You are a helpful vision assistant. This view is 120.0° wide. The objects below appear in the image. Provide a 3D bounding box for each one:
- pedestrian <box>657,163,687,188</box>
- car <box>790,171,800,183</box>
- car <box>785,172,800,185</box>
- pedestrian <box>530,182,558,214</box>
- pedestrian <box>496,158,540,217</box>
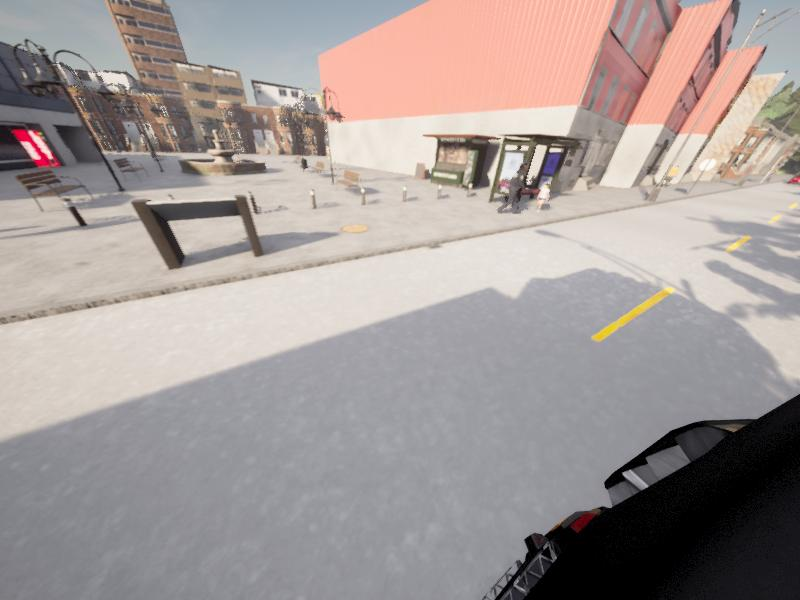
[{"bbox_3d":[23.665,-10.868,20.144,0.751,1.860,0.751,-12,36,-21],"label":"pedestrian"},{"bbox_3d":[64.348,-19.499,36.224,5.566,2.045,2.150,-16,38,-26],"label":"car"},{"bbox_3d":[57.279,-17.222,32.743,4.514,1.525,2.007,-16,38,-26],"label":"car"},{"bbox_3d":[5.894,-4.202,9.479,0.500,1.100,0.500,-20,40,-30],"label":"pedestrian"},{"bbox_3d":[4.293,-4.147,8.588,0.751,1.860,0.751,4,34,2],"label":"pedestrian"}]
